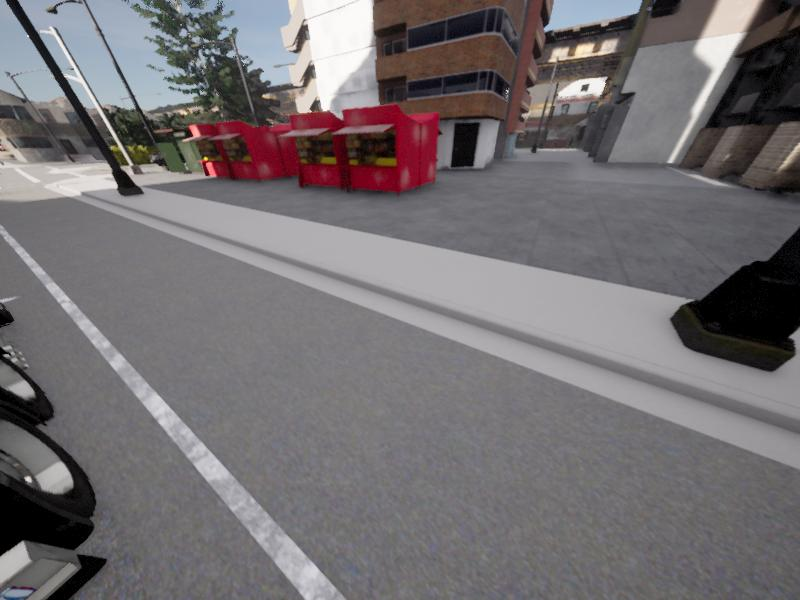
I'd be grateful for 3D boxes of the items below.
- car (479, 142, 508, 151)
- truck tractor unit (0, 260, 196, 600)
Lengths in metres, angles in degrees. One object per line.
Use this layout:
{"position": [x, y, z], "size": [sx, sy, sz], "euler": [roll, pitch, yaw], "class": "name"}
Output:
{"position": [19.091, -31.457, 47.386], "size": [4.902, 1.511, 2.128], "euler": [18, 39, 26], "class": "car"}
{"position": [-5.107, -0.304, 0.792], "size": [6.516, 4.208, 3.053], "euler": [19, 39, 25], "class": "truck tractor unit"}
